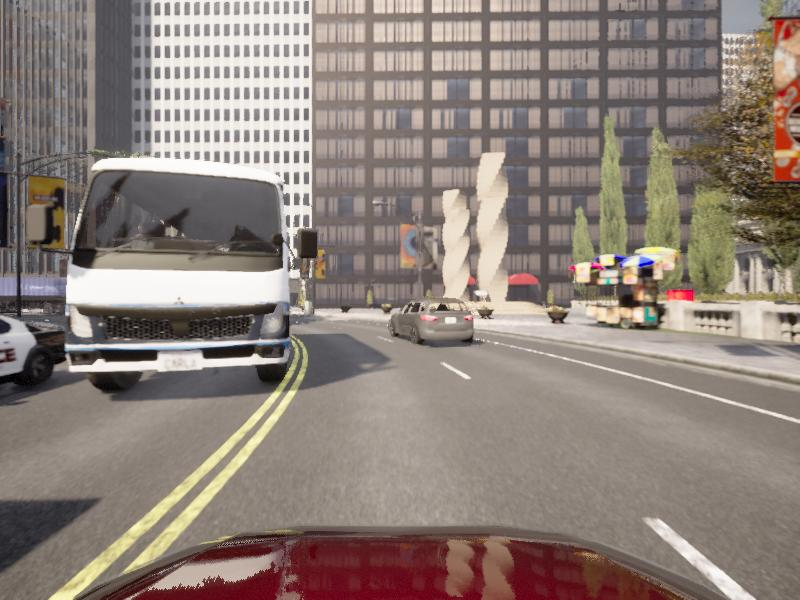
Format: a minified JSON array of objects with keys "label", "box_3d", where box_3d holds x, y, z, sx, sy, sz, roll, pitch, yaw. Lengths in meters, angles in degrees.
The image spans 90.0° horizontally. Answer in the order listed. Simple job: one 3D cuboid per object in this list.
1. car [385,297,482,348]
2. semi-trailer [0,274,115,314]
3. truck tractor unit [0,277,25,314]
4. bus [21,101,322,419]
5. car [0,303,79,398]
[{"label":"car","box_3d":[1.102,0.753,15.795,2.242,1.667,4.611,0,0,-17]},{"label":"semi-trailer","box_3d":[-40.520,-0.609,46.078,14.254,4.402,2.717,0,0,6]},{"label":"truck tractor unit","box_3d":[-48.405,-0.504,46.731,6.516,4.208,3.053,0,0,2]},{"label":"bus","box_3d":[-4.559,-0.533,10.816,3.944,4.253,10.273,0,0,-16]},{"label":"car","box_3d":[-7.436,0.829,5.849,2.038,1.542,4.974,0,0,-8]}]
